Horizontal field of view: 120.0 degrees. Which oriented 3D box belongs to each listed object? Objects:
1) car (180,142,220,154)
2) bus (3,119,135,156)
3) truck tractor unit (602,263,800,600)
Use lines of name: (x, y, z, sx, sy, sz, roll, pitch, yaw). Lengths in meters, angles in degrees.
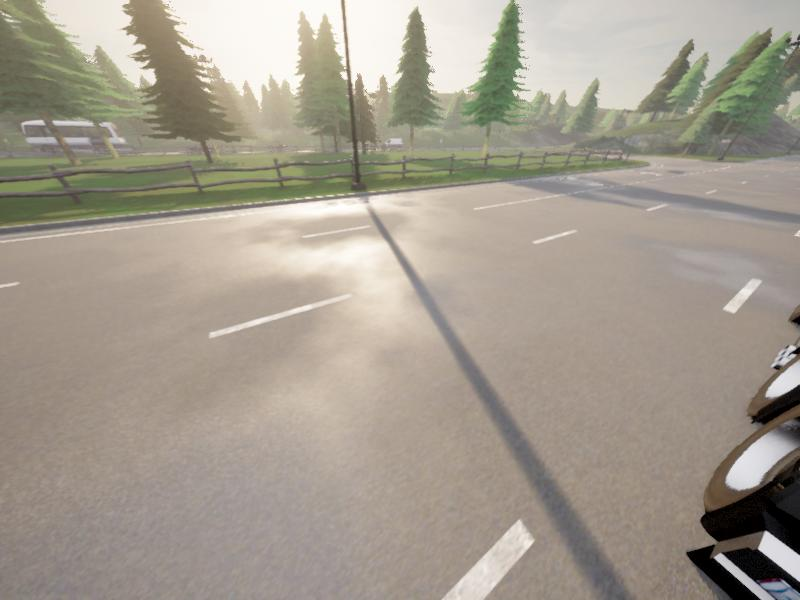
car: (-36.725, -28.024, 42.547, 5.027, 1.651, 2.152, -16, 38, -22)
bus: (-49.815, -24.952, 35.706, 10.273, 4.253, 3.944, -18, 39, -24)
truck tractor unit: (5.110, -0.300, 0.790, 6.516, 4.208, 3.053, -18, 39, -24)
